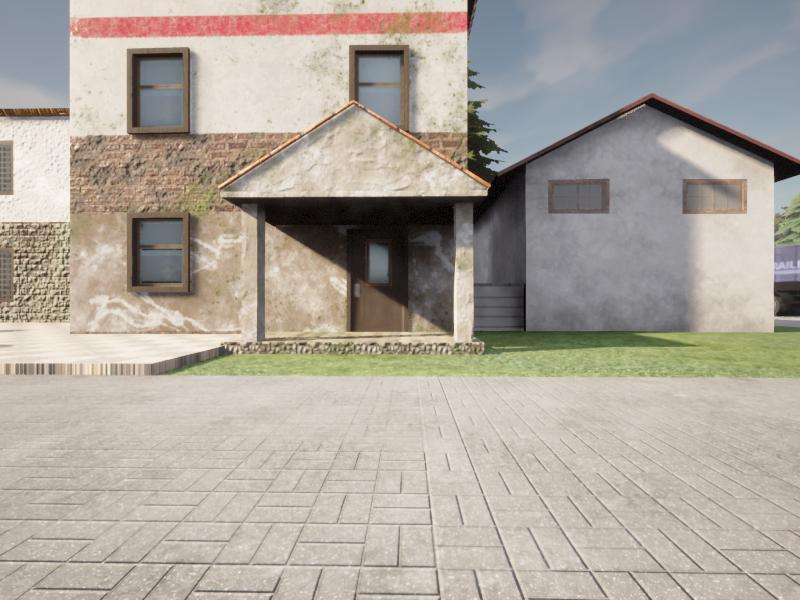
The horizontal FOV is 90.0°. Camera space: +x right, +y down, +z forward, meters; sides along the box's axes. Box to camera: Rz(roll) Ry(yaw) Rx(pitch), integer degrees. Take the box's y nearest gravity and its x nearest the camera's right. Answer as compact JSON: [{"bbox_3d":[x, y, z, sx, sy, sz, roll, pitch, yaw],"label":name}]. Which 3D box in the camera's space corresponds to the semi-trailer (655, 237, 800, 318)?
[{"bbox_3d":[23.361,-1.223,27.604,2.717,4.402,14.254,0,0,1],"label":"semi-trailer"}]
